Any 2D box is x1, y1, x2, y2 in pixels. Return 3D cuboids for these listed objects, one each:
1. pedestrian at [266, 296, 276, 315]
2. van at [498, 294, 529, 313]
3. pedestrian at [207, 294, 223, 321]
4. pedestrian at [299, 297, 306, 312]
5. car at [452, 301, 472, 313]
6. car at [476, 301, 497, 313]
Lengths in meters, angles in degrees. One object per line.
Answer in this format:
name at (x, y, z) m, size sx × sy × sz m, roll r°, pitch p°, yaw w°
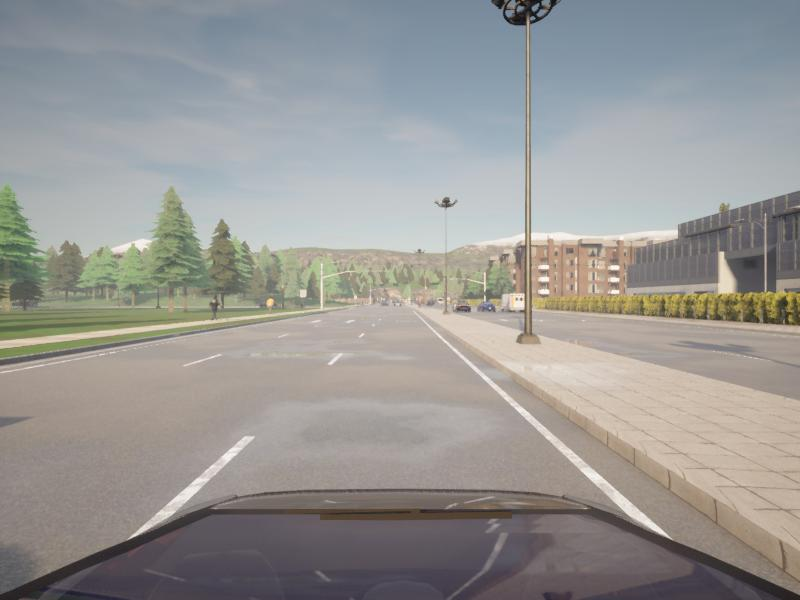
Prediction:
pedestrian at (-12.524, 0.519, 38.765) m, size 0.751 × 1.860 × 0.751 m, roll 0°, pitch 0°, yaw 2°
van at (15.255, 0.426, 54.148) m, size 2.351 × 2.431 × 6.366 m, roll 0°, pitch 0°, yaw 0°
pedestrian at (-12.736, 0.509, 27.547) m, size 0.751 × 1.860 × 0.751 m, roll 0°, pitch 0°, yaw 1°
pedestrian at (-12.340, 0.530, 50.737) m, size 0.751 × 1.860 × 0.751 m, roll 0°, pitch 0°, yaw 2°
car at (8.250, 0.874, 53.841) m, size 2.038 × 1.542 × 4.974 m, roll 0°, pitch 0°, yaw 1°
car at (11.755, 0.918, 54.568) m, size 1.812 × 1.442 × 4.674 m, roll 0°, pitch 0°, yaw 0°
